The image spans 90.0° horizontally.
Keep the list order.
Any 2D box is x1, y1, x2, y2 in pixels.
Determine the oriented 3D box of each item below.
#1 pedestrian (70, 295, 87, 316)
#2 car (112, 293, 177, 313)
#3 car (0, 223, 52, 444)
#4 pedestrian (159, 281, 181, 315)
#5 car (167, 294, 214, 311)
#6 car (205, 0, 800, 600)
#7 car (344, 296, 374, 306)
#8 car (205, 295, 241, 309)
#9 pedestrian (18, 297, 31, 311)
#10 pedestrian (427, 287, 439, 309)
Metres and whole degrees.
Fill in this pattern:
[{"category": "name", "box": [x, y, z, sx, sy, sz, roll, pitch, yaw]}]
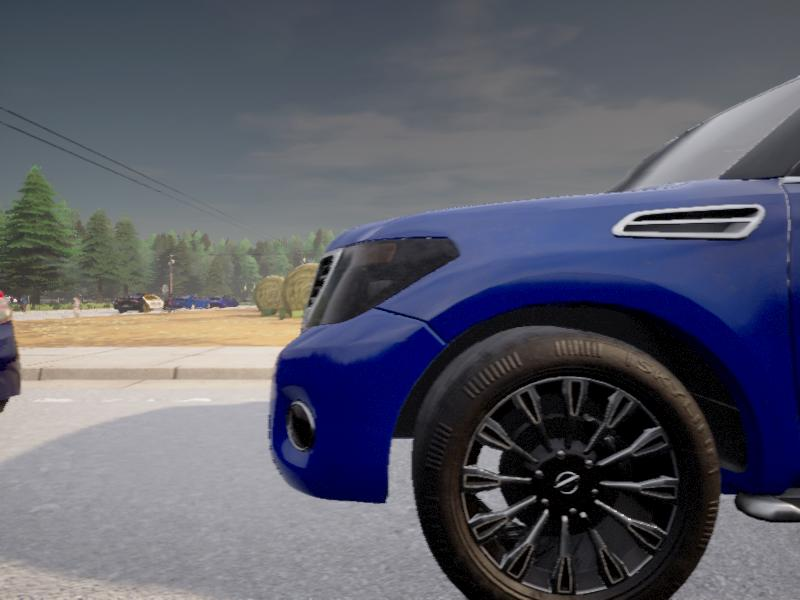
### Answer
[{"category": "pedestrian", "box": [-16.601, 0.286, 20.657, 0.500, 1.100, 0.500, 0, 0, 19]}, {"category": "car", "box": [-20.603, 0.234, 32.537, 2.038, 1.542, 4.974, 0, 0, 1]}, {"category": "car", "box": [-4.537, 0.228, 2.202, 3.633, 1.501, 1.845, 0, 0, 0]}, {"category": "pedestrian", "box": [-12.984, -0.123, 22.582, 0.751, 1.860, 0.751, 0, 0, 28]}, {"category": "car", "box": [-20.476, 0.217, 39.322, 1.882, 1.535, 5.008, 0, 0, 1]}, {"category": "car", "box": [2.241, -0.040, 2.192, 5.566, 2.045, 2.150, 0, 0, 0]}, {"category": "car", "box": [-6.433, 0.114, 62.960, 4.514, 1.525, 2.007, 0, 0, 4]}, {"category": "car", "box": [-20.354, 0.209, 46.248, 2.007, 1.525, 4.514, 0, 0, 1]}, {"category": "pedestrian", "box": [-28.435, 0.292, 30.314, 0.500, 1.100, 0.500, 0, 0, 14]}, {"category": "pedestrian", "box": [2.787, -0.188, 33.858, 0.751, 1.860, 0.751, 0, 0, 24]}]
